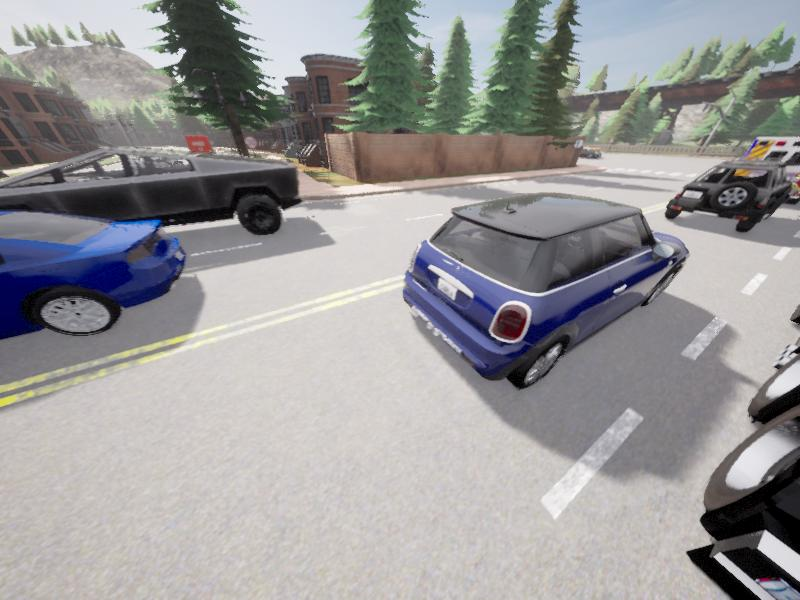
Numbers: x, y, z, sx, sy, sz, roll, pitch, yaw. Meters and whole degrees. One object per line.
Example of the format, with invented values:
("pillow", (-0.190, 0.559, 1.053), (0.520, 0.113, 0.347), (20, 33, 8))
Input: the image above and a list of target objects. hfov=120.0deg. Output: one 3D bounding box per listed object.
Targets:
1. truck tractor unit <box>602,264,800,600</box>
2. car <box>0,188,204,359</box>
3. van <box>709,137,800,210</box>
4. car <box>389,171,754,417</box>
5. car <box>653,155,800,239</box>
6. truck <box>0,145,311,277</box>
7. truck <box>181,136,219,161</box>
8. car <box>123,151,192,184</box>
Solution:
("truck tractor unit", (5.108, -0.304, 0.782), (6.516, 4.208, 3.053), (-18, 39, -24))
("car", (-5.976, -0.203, 2.897), (5.008, 1.535, 1.882), (-18, 39, -24))
("van", (18.092, -6.106, 10.799), (6.366, 2.431, 2.351), (-18, 39, -24))
("car", (2.364, -0.718, 3.484), (4.553, 1.767, 2.097), (-18, 39, -24))
("car", (11.105, -3.604, 7.626), (4.605, 1.855, 1.932), (-18, 39, -25))
("truck", (-6.027, -2.725, 6.028), (6.274, 2.098, 2.390), (-18, 39, -24))
("truck", (-25.468, -19.592, 29.714), (2.627, 2.467, 5.204), (-19, 39, -25))
("car", (-15.424, -8.698, 15.013), (1.816, 1.474, 4.193), (-17, 38, -23))
